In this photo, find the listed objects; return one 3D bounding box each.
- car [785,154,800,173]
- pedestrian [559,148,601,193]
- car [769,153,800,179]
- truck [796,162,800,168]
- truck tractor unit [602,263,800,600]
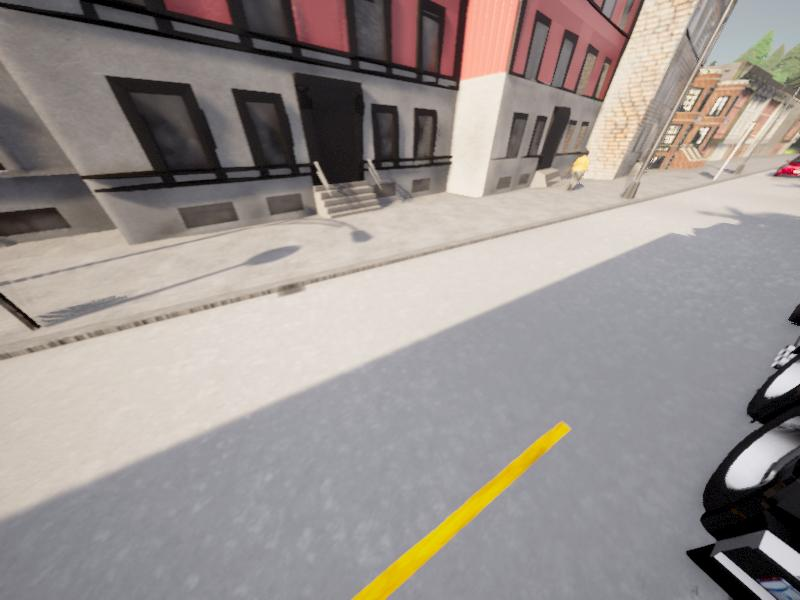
[{"bbox_3d":[38.603,-12.955,21.192,5.566,2.045,2.150,-18,39,-25],"label":"car"},{"bbox_3d":[8.881,-6.424,11.471,0.751,1.860,0.751,-17,38,-23],"label":"pedestrian"},{"bbox_3d":[31.506,-10.427,17.949,4.514,1.525,2.007,-18,39,-24],"label":"car"},{"bbox_3d":[45.993,-15.518,24.572,5.204,2.467,2.627,-18,39,-24],"label":"truck"},{"bbox_3d":[5.114,-0.296,0.788,6.516,4.208,3.053,-18,39,-24],"label":"truck tractor unit"}]
